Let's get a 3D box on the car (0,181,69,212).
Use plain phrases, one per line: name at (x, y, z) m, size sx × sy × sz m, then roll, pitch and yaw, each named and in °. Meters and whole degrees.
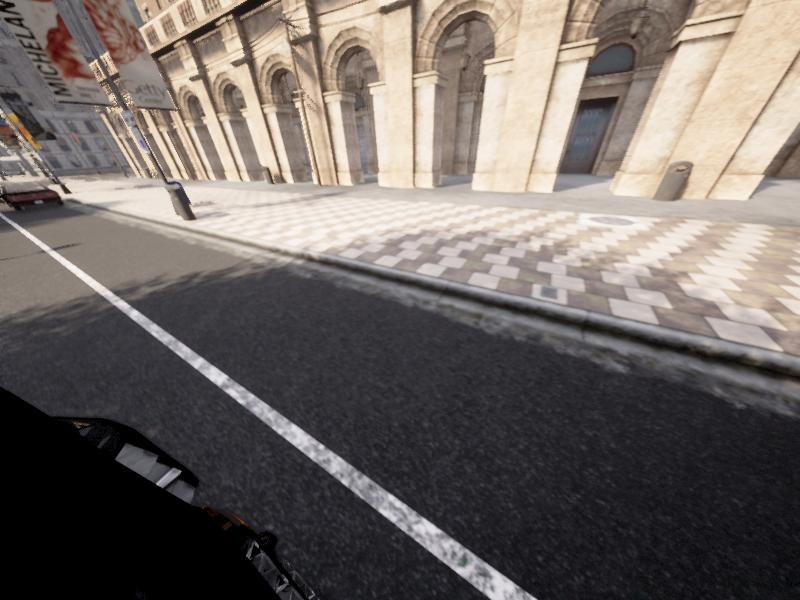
car at (-23.202, -6.548, 14.413) m, size 4.718 × 1.301 × 1.895 m, roll 16°, pitch 38°, yaw 26°
